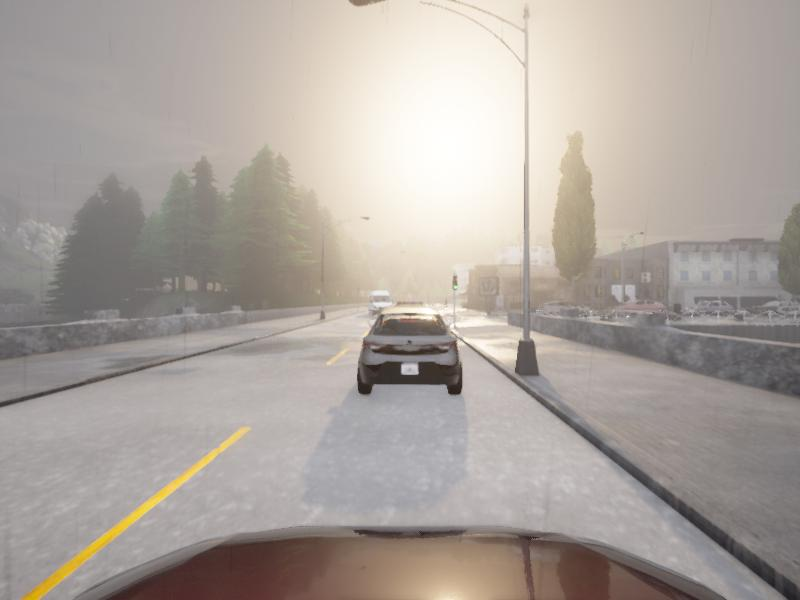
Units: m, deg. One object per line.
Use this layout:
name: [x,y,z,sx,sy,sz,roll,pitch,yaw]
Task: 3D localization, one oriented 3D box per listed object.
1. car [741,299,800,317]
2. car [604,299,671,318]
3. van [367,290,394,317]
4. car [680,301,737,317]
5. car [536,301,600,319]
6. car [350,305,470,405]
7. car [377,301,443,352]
car: [35.202,0.763,37.246,5.238,1.638,1.930,0,0,1]
car: [22.184,0.773,37.566,5.027,1.651,2.152,0,0,1]
van: [-2.102,0.315,41.002,1.988,2.561,5.915,0,0,-10]
car: [28.758,0.845,37.404,3.806,1.475,1.970,0,0,1]
car: [14.097,0.822,33.781,4.514,1.525,2.007,0,0,2]
car: [0.201,0.853,8.169,1.816,1.474,4.193,0,0,1]
car: [0.368,0.824,14.766,2.038,1.542,4.974,0,0,1]
